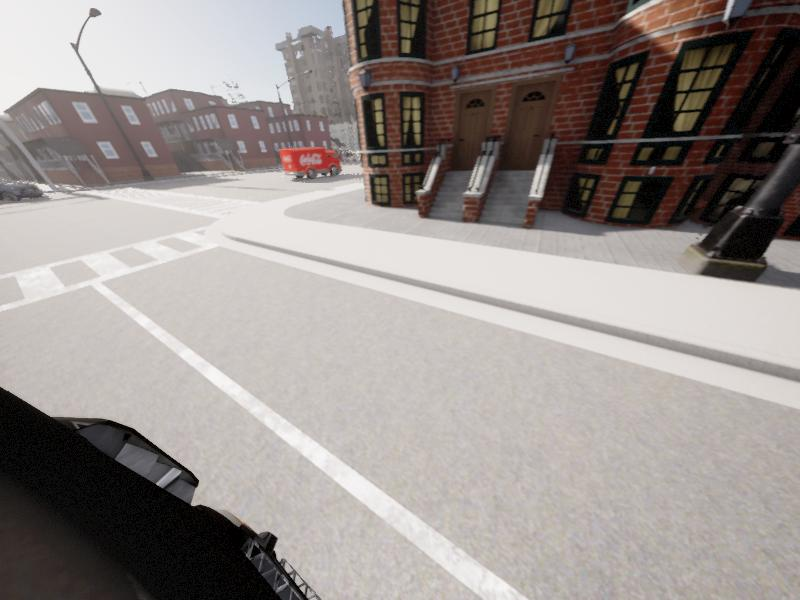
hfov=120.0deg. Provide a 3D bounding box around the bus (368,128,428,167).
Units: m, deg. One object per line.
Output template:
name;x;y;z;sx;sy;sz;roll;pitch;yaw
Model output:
bus;0.123;-22.697;34.395;3.944;4.253;10.273;16;38;26

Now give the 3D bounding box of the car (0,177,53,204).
car;-29.101;-7.756;16.550;4.181;1.385;1.994;-11;35;-12

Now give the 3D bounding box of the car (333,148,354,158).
car;-14.608;-38.364;60.175;5.238;1.638;1.930;21;40;23

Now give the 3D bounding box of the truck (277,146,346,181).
truck;-8.254;-13.141;22.177;2.627;2.467;5.204;23;41;34
